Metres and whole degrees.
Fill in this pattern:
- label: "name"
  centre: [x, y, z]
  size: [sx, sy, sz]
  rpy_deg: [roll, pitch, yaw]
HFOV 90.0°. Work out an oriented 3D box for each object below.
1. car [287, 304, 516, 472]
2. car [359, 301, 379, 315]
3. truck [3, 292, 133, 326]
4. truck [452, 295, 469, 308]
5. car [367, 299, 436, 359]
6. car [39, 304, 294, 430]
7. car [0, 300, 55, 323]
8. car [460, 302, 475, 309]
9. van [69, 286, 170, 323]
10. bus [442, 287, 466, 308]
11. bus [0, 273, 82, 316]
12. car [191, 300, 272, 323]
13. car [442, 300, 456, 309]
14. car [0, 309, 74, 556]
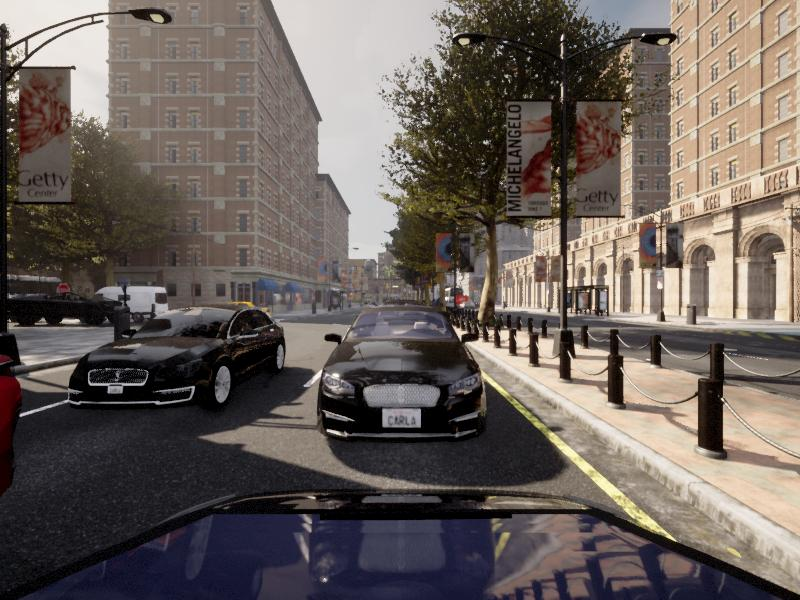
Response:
- label: "car"
  centre: [0.023, 0.836, 6.166]
  size: [2.128, 1.511, 4.902]
  rpy_deg: [0, 0, 0]
- label: "car"
  centre: [-3.351, 0.826, 44.085]
  size: [1.845, 1.501, 3.633]
  rpy_deg: [0, 0, 0]
- label: "truck"
  centre: [-20.892, 0.542, 25.433]
  size: [6.274, 2.098, 2.390]
  rpy_deg: [0, 0, -1]
- label: "truck"
  centre: [11.763, 0.355, 78.047]
  size: [2.627, 2.467, 5.204]
  rpy_deg: [0, 0, 0]
- label: "car"
  centre: [0.043, 0.788, 12.806]
  size: [1.851, 1.617, 3.988]
  rpy_deg: [0, 0, 0]
- label: "car"
  centre: [-3.503, 0.845, 7.333]
  size: [1.837, 1.490, 4.892]
  rpy_deg: [0, 0, 0]
- label: "car"
  centre: [-28.421, 0.801, 28.892]
  size: [5.366, 1.575, 1.801]
  rpy_deg: [0, 0, -1]
- label: "car"
  centre: [11.736, 0.942, 70.013]
  size: [1.895, 1.301, 4.718]
  rpy_deg: [0, 0, 0]
- label: "van"
  centre: [-20.213, 0.322, 29.025]
  size: [5.915, 2.561, 1.988]
  rpy_deg: [0, 0, -2]
- label: "bus"
  centre: [11.676, -0.538, 88.180]
  size: [3.944, 4.253, 10.273]
  rpy_deg: [0, 0, 0]
- label: "bus"
  centre: [-41.496, -0.533, 44.505]
  size: [3.944, 4.253, 10.273]
  rpy_deg: [0, 0, 0]
- label: "car"
  centre: [-12.341, 0.801, 29.645]
  size: [5.366, 1.575, 1.801]
  rpy_deg: [0, 0, -19]
- label: "car"
  centre: [8.401, 0.827, 69.287]
  size: [1.845, 1.501, 3.633]
  rpy_deg: [0, 0, -2]
- label: "car"
  centre: [-3.495, 0.828, 0.791]
  size: [2.007, 1.525, 4.514]
  rpy_deg: [0, 0, 0]
